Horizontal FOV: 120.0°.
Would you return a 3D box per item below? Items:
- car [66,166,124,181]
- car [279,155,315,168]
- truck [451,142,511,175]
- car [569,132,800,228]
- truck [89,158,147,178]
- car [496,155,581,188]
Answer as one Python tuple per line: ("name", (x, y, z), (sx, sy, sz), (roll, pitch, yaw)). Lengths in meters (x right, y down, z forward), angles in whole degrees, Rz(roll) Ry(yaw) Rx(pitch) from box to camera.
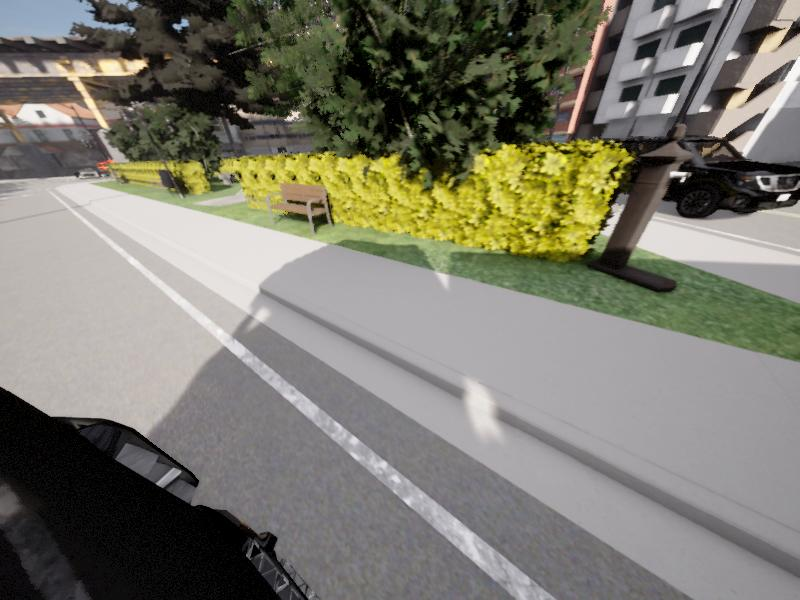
("car", (-47.474, -19.858, 36.114), (5.238, 1.638, 1.930), (-7, 34, -7))
("car", (-17.561, -23.748, 39.622), (5.027, 1.651, 2.152), (-7, 34, -7))
("truck", (6.856, -12.737, 20.692), (2.390, 2.098, 6.274), (-7, 34, -6))
("car", (9.341, -4.400, 7.997), (2.150, 2.045, 5.566), (-7, 34, -6))
("truck", (-47.175, -22.210, 38.876), (5.204, 2.467, 2.627), (-8, 34, -7))
("car", (8.162, -8.048, 14.259), (1.895, 1.301, 4.718), (-7, 34, -6))
